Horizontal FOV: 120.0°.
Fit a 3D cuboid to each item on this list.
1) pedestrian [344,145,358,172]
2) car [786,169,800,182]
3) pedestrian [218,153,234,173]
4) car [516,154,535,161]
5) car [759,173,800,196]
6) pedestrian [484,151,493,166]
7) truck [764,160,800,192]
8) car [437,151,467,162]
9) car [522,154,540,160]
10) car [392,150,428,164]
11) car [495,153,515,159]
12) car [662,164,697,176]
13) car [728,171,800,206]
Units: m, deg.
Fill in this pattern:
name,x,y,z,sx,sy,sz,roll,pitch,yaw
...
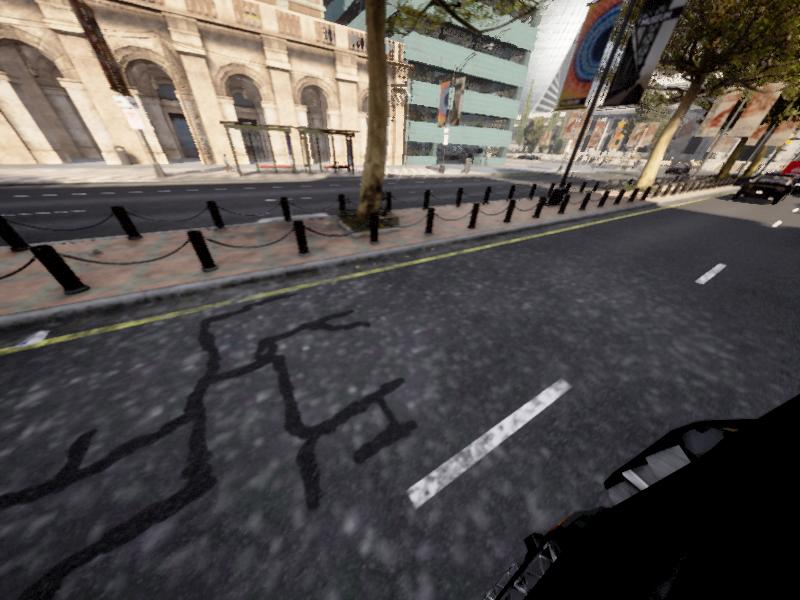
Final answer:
name,x,y,z,sx,sy,sz,roll,pitch,yaw
pedestrian,-3.991,-11.616,18.982,0.751,1.860,0.751,-17,38,-26
car,61.232,-17.997,33.764,2.242,1.667,4.611,-16,38,-26
pedestrian,-11.507,-9.057,15.310,0.500,1.100,0.500,-19,39,-29
car,36.909,-41.982,67.971,1.994,1.385,4.181,-16,38,-26
car,34.237,-10.290,20.387,3.806,1.475,1.970,-16,38,-26
pedestrian,13.135,-21.064,34.309,0.751,1.860,0.751,20,38,24
truck,39.870,-12.353,22.976,5.204,2.467,2.627,-16,38,-26
car,9.326,-25.633,41.276,4.902,1.511,2.128,-16,38,-26
car,41.393,-45.175,73.058,1.994,1.385,4.181,-21,41,-31
car,1.430,-20.613,33.291,4.786,1.482,2.161,-16,38,-26
car,34.286,-47.194,75.551,2.033,1.411,5.357,-27,44,-37
car,44.324,-20.651,36.650,5.357,1.411,2.033,-16,38,-26
car,24.819,-7.591,15.539,5.238,1.638,1.930,-16,38,-26
